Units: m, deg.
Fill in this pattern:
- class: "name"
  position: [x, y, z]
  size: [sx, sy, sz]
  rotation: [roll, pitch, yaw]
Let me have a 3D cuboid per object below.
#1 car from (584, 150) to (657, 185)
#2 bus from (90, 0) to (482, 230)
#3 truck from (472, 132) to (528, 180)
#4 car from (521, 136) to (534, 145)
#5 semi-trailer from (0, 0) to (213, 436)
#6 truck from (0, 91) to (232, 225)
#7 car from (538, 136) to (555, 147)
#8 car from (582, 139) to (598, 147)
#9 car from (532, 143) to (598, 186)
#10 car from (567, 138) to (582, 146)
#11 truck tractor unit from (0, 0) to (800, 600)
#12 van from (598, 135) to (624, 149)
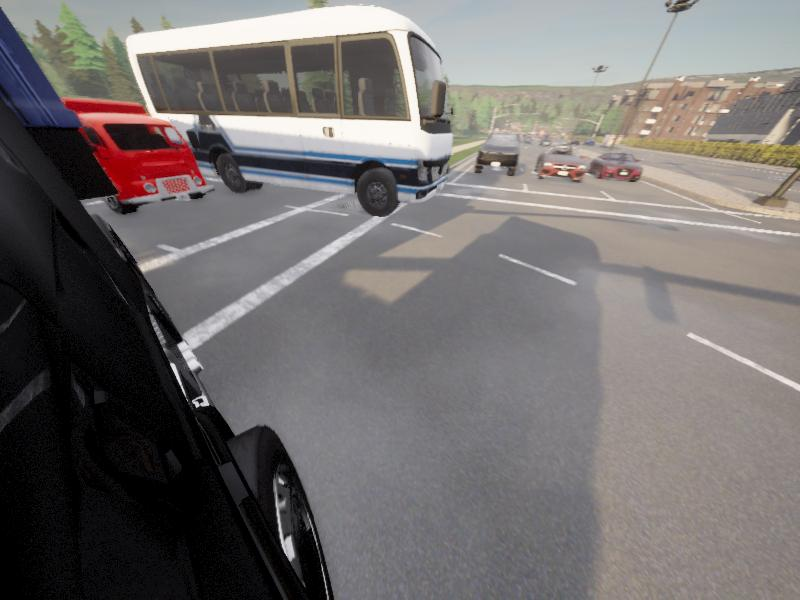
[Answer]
- class: "car"
  position: [13.712, -8.552, 14.734]
  size: [1.994, 1.385, 4.181]
  rotation: [15, 39, 16]
- class: "bus"
  position: [-3.238, -5.899, 7.781]
  size: [10.273, 4.253, 3.944]
  rotation: [15, 38, 16]
- class: "truck"
  position: [6.636, -9.722, 15.264]
  size: [2.390, 2.098, 6.274]
  rotation: [15, 39, 16]
- class: "car"
  position: [28.701, -35.895, 51.991]
  size: [2.038, 1.542, 4.974]
  rotation: [15, 39, 16]
- class: "semi-trailer"
  position: [-9.500, -2.881, 3.230]
  size: [14.254, 4.402, 2.717]
  rotation: [18, 39, 19]
- class: "truck"
  position: [-8.444, -4.214, 6.708]
  size: [5.204, 2.467, 2.627]
  rotation: [15, 39, 17]
- class: "car"
  position: [30.759, -33.349, 48.634]
  size: [2.033, 1.649, 4.856]
  rotation: [15, 39, 16]
- class: "car"
  position: [48.029, -39.896, 58.559]
  size: [1.812, 1.442, 4.674]
  rotation: [15, 39, 16]
- class: "car"
  position: [9.700, -8.400, 14.081]
  size: [2.152, 1.651, 5.027]
  rotation: [15, 39, 16]
- class: "car"
  position: [44.598, -40.536, 59.135]
  size: [2.038, 1.542, 4.974]
  rotation: [15, 39, 16]
- class: "truck tractor unit"
  position: [-2.645, -0.295, 0.351]
  size: [6.516, 4.208, 3.053]
  rotation: [28, 44, 30]
- class: "van"
  position: [50.138, -37.748, 54.997]
  size: [2.351, 2.431, 6.366]
  rotation: [15, 39, 16]
